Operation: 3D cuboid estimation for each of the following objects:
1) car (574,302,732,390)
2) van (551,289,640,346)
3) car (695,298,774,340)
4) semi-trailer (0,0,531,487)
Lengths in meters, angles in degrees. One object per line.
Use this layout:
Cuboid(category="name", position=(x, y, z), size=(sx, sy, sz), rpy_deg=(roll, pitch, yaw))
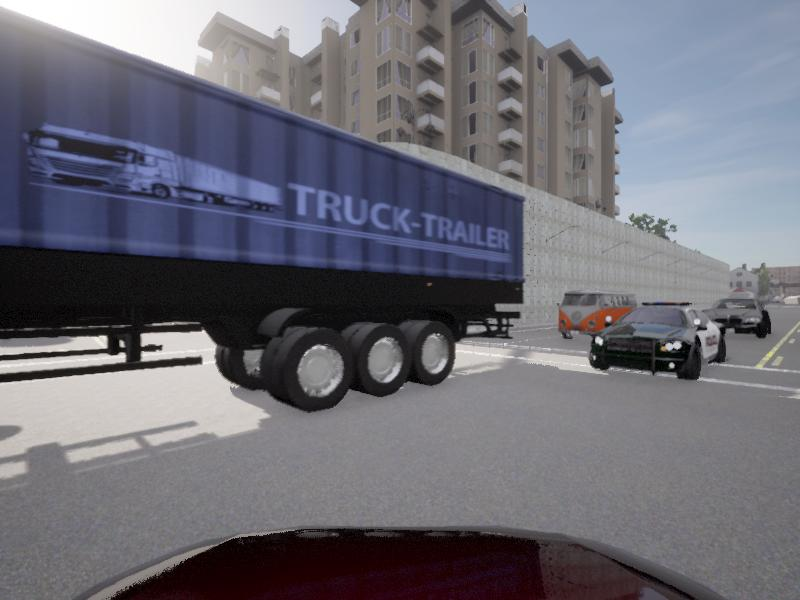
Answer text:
Cuboid(category="car", position=(6.250, 0.825, 9.584), size=(4.974, 1.542, 2.038), rpy_deg=(0, 0, -43))
Cuboid(category="van", position=(7.933, 0.598, 16.016), size=(4.442, 1.987, 1.775), rpy_deg=(0, 0, -43))
Cuboid(category="car", position=(15.223, 0.757, 18.111), size=(4.611, 1.667, 2.242), rpy_deg=(0, 0, -43))
Cuboid(category="semi-trailer", position=(-2.978, -0.619, 5.649), size=(14.254, 4.402, 2.717), rpy_deg=(0, 0, -44))
